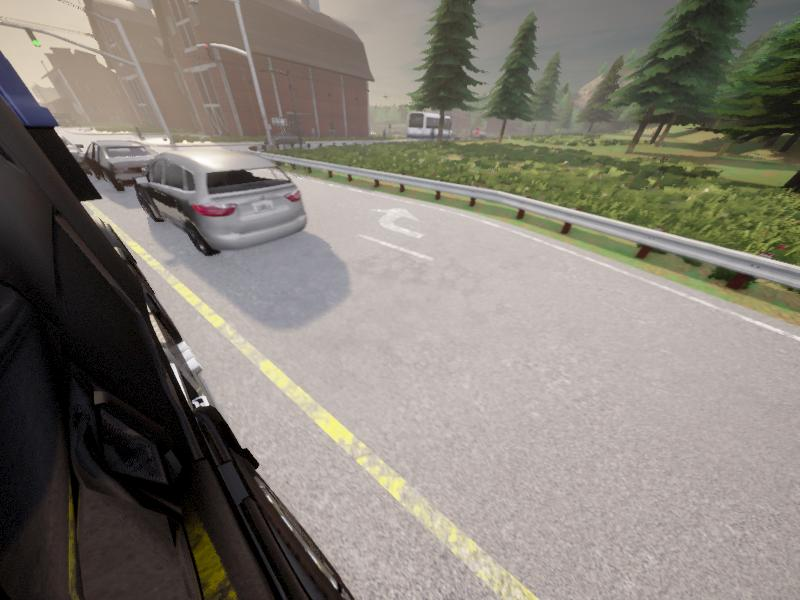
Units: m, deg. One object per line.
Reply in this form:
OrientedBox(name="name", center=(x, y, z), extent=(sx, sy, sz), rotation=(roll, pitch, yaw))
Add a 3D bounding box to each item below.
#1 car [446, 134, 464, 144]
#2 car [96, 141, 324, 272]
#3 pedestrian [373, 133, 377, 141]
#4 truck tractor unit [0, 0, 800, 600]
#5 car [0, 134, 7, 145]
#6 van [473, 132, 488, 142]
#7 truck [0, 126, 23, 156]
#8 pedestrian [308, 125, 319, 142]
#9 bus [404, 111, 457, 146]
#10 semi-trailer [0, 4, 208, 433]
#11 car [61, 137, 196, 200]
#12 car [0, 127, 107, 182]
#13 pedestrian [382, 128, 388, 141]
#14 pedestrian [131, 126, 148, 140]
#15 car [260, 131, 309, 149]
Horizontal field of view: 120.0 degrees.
OrientedBox(name="car", center=(10.970, -32.188, 46.233), extent=(1.845, 1.501, 3.633), rotation=(25, 42, 27))
OrientedBox(name="car", center=(-4.338, -2.547, 5.393), extent=(4.611, 1.667, 2.242), rotation=(25, 42, 27))
OrientedBox(name="pedestrian", center=(-4.323, -27.771, 39.413), extent=(0.500, 1.100, 0.500), rotation=(13, 38, 13))
OrientedBox(name="truck tractor unit", center=(-2.645, -0.295, 0.351), extent=(6.516, 4.208, 3.053), rotation=(28, 44, 30))
OrientedBox(name="car", center=(-32.482, -12.842, 17.656), extent=(4.181, 1.385, 1.994), rotation=(25, 42, 27))
OrientedBox(name="van", center=(21.738, -44.158, 62.529), extent=(2.069, 2.038, 4.480), rotation=(26, 42, 28))
OrientedBox(name="truck", center=(-25.351, -9.977, 13.386), extent=(5.204, 2.467, 2.627), rotation=(24, 42, 27))
OrientedBox(name="pedestrian", center=(-11.715, -22.578, 31.352), extent=(0.751, 1.860, 0.751), rotation=(25, 42, 27))
OrientedBox(name="bus", center=(5.331, -29.014, 39.349), extent=(3.944, 4.253, 10.273), rotation=(26, 42, 28))
OrientedBox(name="semi-trailer", center=(-9.079, -3.313, 3.815), extent=(14.254, 4.402, 2.717), rotation=(24, 42, 25))
OrientedBox(name="car", center=(-10.485, -5.275, 8.892), extent=(5.357, 1.411, 2.033), rotation=(25, 42, 27))
OrientedBox(name="car", center=(-15.229, -6.397, 10.026), extent=(4.902, 1.511, 2.128), rotation=(26, 39, 28))
OrientedBox(name="pedestrian", center=(-2.709, -29.150, 40.727), extent=(0.751, 1.860, 0.751), rotation=(22, 41, 24))
OrientedBox(name="pedestrian", center=(-25.947, -16.616, 23.006), extent=(0.500, 1.100, 0.500), rotation=(8, 37, 7))
OrientedBox(name="car", center=(-12.514, -17.543, 25.263), extent=(1.994, 1.385, 4.181), rotation=(26, 42, 27))
